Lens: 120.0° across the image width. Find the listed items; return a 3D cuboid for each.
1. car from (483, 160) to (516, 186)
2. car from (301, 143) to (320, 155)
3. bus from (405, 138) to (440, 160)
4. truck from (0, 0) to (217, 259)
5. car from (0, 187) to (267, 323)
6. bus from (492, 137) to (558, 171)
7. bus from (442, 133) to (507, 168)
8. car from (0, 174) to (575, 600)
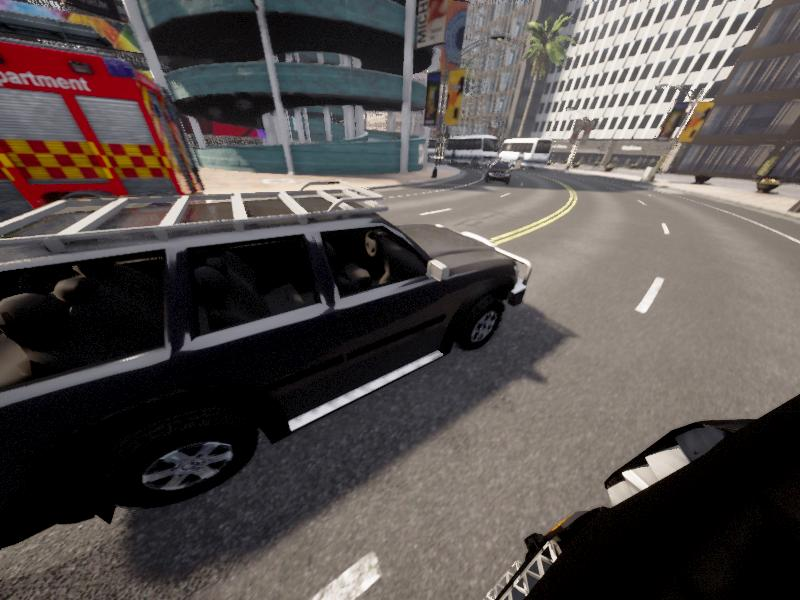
[{"bbox_3d":[8.677,-11.047,19.934,2.038,1.542,4.974,15,35,18],"label":"car"},{"bbox_3d":[-19.128,-32.177,49.118,2.435,2.045,5.566,-15,37,-25],"label":"car"},{"bbox_3d":[5.553,-39.657,60.552,3.944,4.253,10.273,-15,37,-25],"label":"bus"},{"bbox_3d":[-9.397,-2.946,4.290,8.468,3.827,2.891,-16,38,-26],"label":"truck"},{"bbox_3d":[-5.127,-0.921,3.825,4.718,1.301,1.895,-17,38,-27],"label":"car"},{"bbox_3d":[21.062,-25.538,40.289,3.944,4.253,10.273,-4,34,-11],"label":"bus"},{"bbox_3d":[11.692,-24.570,38.173,3.944,4.253,10.273,-13,35,-22],"label":"bus"},{"bbox_3d":[-0.715,-0.164,2.463,4.605,1.855,1.932,-17,39,-28],"label":"car"}]
